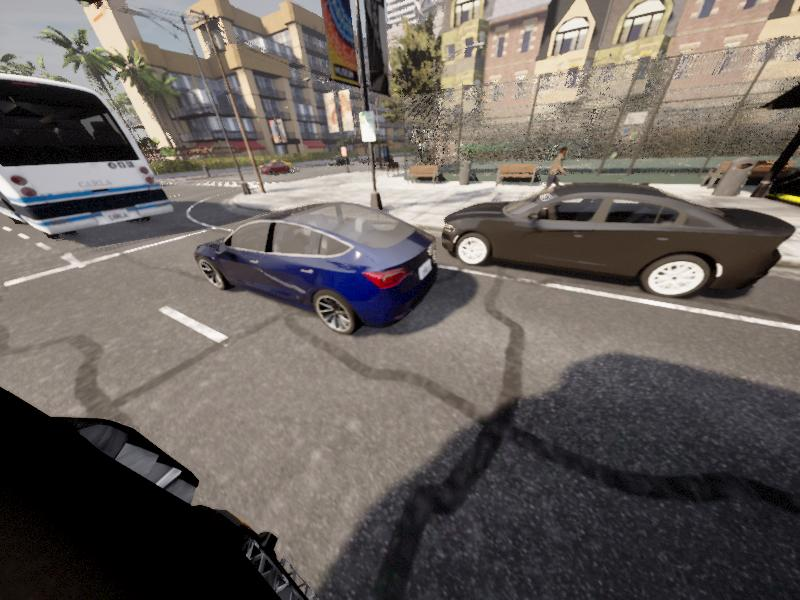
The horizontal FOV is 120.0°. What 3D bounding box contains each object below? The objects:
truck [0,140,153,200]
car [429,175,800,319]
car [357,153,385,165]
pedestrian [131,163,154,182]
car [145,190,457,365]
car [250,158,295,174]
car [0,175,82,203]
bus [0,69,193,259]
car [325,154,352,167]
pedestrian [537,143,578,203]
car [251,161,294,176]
[{"bbox_3d":[-29.355,-11.843,20.794,8.468,3.827,2.891,-17,36,-20],"label":"truck"},{"bbox_3d":[3.315,-1.464,4.538,5.008,1.535,2.097,14,37,24],"label":"car"},{"bbox_3d":[-4.977,-24.562,40.261,2.033,1.411,5.357,14,37,24],"label":"car"},{"bbox_3d":[-29.827,-14.834,26.817,0.751,1.860,0.751,3,34,9],"label":"pedestrian"},{"bbox_3d":[-1.718,-0.916,4.165,4.792,1.488,2.163,14,37,24],"label":"car"},{"bbox_3d":[-17.789,-18.914,32.587,1.801,1.575,5.366,14,37,24],"label":"car"},{"bbox_3d":[-29.009,-8.797,18.290,3.806,1.475,1.970,-12,35,-14],"label":"car"},{"bbox_3d":[-14.106,-5.139,9.045,10.273,4.253,3.944,15,37,24],"label":"bus"},{"bbox_3d":[-10.141,-23.163,38.369,1.851,1.617,3.988,14,37,24],"label":"car"},{"bbox_3d":[5.806,-4.711,8.631,0.751,1.860,0.751,14,37,24],"label":"pedestrian"},{"bbox_3d":[-15.960,-16.645,29.201,1.994,1.385,4.181,14,37,24],"label":"car"}]
